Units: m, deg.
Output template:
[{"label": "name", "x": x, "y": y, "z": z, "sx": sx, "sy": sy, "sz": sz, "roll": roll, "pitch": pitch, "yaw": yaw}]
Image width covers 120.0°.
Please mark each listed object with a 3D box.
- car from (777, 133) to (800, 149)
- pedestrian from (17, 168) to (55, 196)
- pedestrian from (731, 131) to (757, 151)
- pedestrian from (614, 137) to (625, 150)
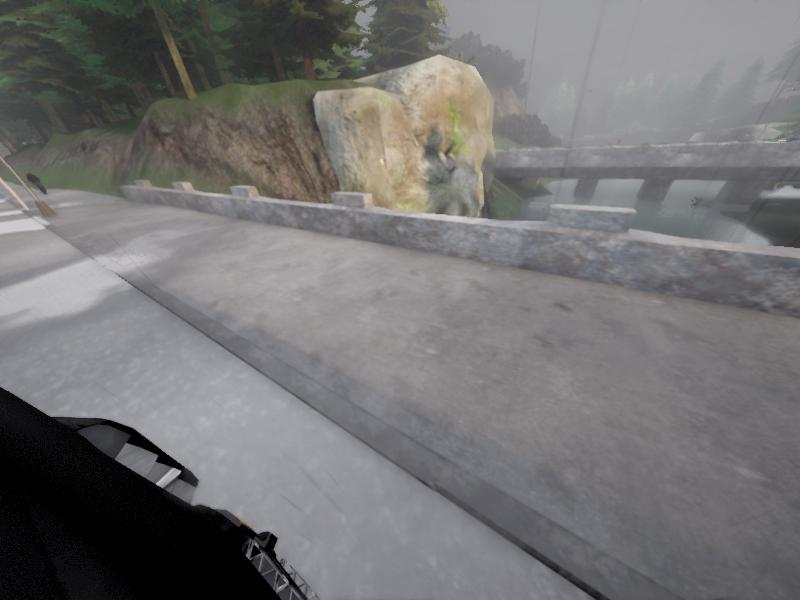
[{"label": "car", "x": 48.126, "y": -18.159, "z": 26.237, "sx": 5.008, "sy": 1.535, "sz": 1.882, "roll": 16, "pitch": 38, "yaw": 27}, {"label": "pedestrian", "x": -28.492, "y": -9.223, "z": 18.105, "sx": 0.751, "sy": 1.860, "sz": 0.751, "roll": 18, "pitch": 39, "yaw": 28}, {"label": "pedestrian", "x": 38.613, "y": -17.833, "z": 25.947, "sx": 0.751, "sy": 1.860, "sz": 0.751, "roll": 17, "pitch": 39, "yaw": 27}, {"label": "pedestrian", "x": 38.213, "y": -27.325, "z": 40.271, "sx": 0.751, "sy": 1.860, "sz": 0.751, "roll": 18, "pitch": 39, "yaw": 28}]
